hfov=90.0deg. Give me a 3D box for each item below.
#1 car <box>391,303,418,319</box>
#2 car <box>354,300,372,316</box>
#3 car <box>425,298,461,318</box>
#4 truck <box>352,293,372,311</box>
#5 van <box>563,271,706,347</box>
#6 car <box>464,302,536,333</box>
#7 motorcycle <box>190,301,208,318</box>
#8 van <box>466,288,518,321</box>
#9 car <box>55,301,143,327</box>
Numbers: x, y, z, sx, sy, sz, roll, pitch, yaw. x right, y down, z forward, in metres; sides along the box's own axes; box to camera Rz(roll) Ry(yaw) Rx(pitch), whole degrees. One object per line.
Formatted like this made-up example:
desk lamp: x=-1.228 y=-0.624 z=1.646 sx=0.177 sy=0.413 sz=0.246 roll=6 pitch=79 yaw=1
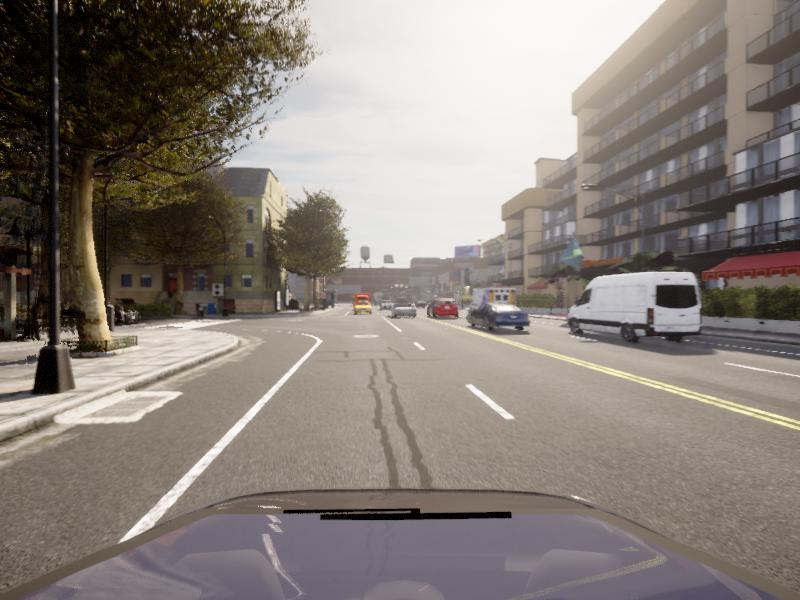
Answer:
car: x=0.302 y=0.892 z=34.938 sx=1.895 sy=1.301 sz=4.718 roll=0 pitch=0 yaw=-6
car: x=-3.853 y=0.742 z=41.827 sx=1.801 sy=1.575 sz=5.366 roll=0 pitch=0 yaw=-5
car: x=3.737 y=0.700 z=35.642 sx=2.242 sy=1.667 sz=4.611 roll=0 pitch=0 yaw=-6
truck: x=-5.434 y=0.270 z=57.340 sx=2.627 sy=2.467 sz=5.204 roll=0 pitch=1 yaw=-5
van: x=9.160 y=0.292 z=16.484 sx=1.988 sy=2.561 sz=5.915 roll=0 pitch=0 yaw=-6
car: x=5.143 y=0.858 z=21.503 sx=2.033 sy=1.411 sz=5.357 roll=0 pitch=0 yaw=-6
motorcycle: x=-17.140 y=0.783 z=34.083 sx=0.764 sy=1.277 sz=2.356 roll=-12 pitch=7 yaw=-35
van: x=7.476 y=0.322 z=33.335 sx=2.351 sy=2.431 sz=6.366 roll=0 pitch=0 yaw=-5
car: x=-18.017 y=0.831 z=24.111 sx=3.806 sy=1.475 sz=1.970 roll=0 pitch=0 yaw=-4
